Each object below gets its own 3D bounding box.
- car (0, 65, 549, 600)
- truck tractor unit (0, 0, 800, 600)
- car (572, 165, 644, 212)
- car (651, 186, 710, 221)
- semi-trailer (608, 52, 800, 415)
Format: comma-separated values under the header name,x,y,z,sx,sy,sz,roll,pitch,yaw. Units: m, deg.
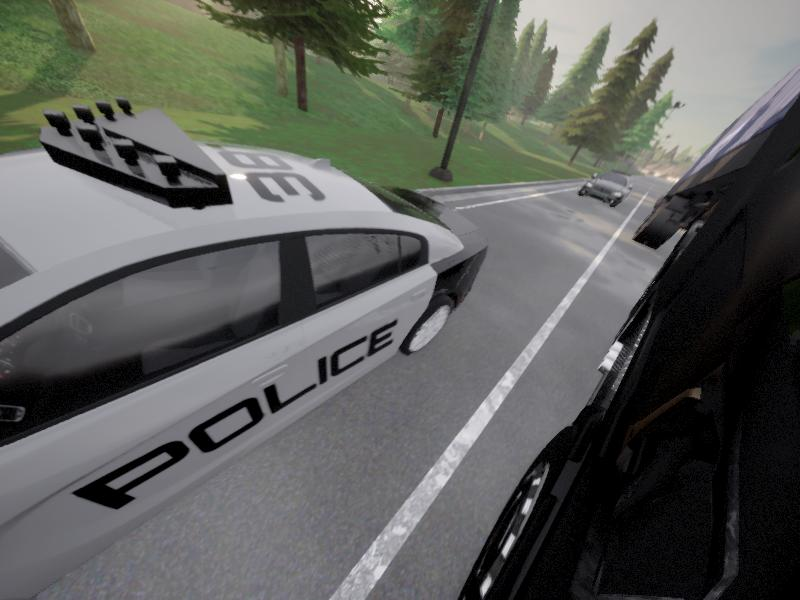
name,x,y,z,sx,sy,sz,roll,pitch,yaw
car,-1.329,-0.085,1.392,5.238,1.638,1.930,-26,55,-39
truck tractor unit,2.645,-0.295,0.351,6.516,4.208,3.053,-27,43,-30
car,11.999,-6.489,13.224,4.974,1.542,2.038,-26,55,-38
car,19.554,-6.905,16.294,4.181,1.385,1.994,-26,55,-39
semi-trailer,8.614,-2.738,5.285,14.254,4.402,2.717,-21,52,-42
